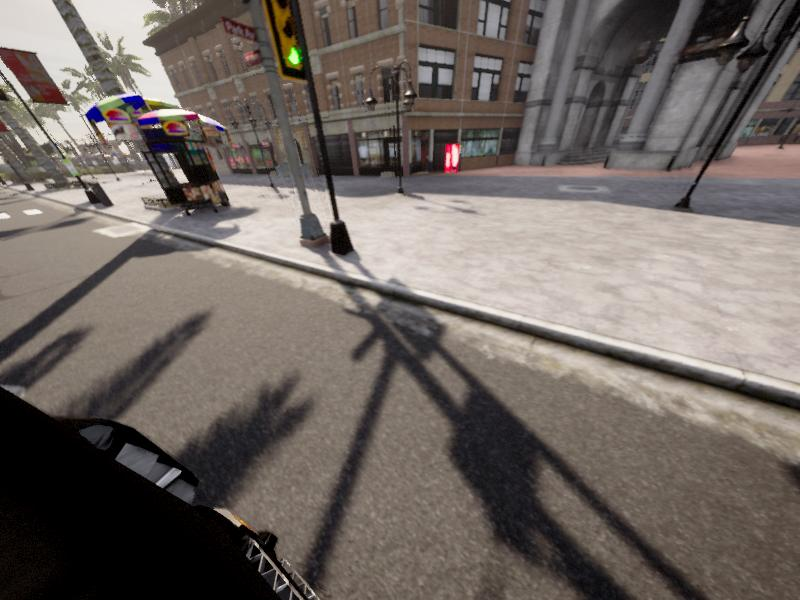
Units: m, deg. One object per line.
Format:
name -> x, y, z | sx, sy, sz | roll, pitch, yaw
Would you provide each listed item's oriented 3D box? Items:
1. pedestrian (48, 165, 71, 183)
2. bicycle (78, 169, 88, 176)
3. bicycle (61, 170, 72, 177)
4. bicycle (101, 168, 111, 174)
pedestrian -> -42.756, -15.810, 28.996 | 0.751, 1.860, 0.751 | 17, 38, 27
bicycle -> -58.341, -23.479, 42.530 | 1.643, 1.024, 0.373 | 15, 38, 25
bicycle -> -59.325, -22.469, 41.094 | 1.643, 1.024, 0.373 | 15, 38, 25
bicycle -> -56.867, -24.993, 44.684 | 1.643, 1.024, 0.373 | 15, 38, 25
